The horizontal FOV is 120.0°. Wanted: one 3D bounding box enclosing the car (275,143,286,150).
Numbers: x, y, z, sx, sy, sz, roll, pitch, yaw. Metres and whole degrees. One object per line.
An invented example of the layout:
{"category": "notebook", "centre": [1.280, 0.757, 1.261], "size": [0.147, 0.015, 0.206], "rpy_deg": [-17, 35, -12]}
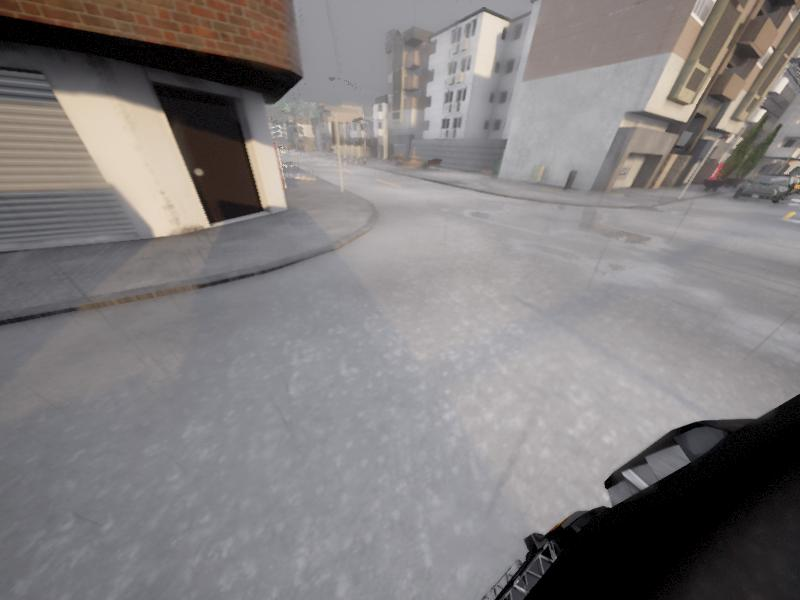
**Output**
{"category": "car", "centre": [-35.635, -45.779, 68.975], "size": [1.930, 1.638, 5.238], "rpy_deg": [-16, 38, -26]}

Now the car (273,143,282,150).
{"category": "car", "centre": [-39.266, -49.341, 74.140], "size": [1.801, 1.575, 5.366], "rpy_deg": [-16, 38, -26]}

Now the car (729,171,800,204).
{"category": "car", "centre": [27.104, -8.354, 16.992], "size": [4.553, 1.767, 2.097], "rpy_deg": [-16, 38, -26]}

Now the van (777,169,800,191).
{"category": "van", "centre": [45.774, -13.758, 26.378], "size": [4.442, 1.987, 1.775], "rpy_deg": [-16, 38, -26]}

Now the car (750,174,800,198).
{"category": "car", "centre": [33.253, -10.021, 20.164], "size": [5.366, 1.575, 1.801], "rpy_deg": [-16, 38, -26]}

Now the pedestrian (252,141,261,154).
{"category": "pedestrian", "centre": [-25.761, -27.396, 41.512], "size": [0.751, 1.860, 0.751], "rpy_deg": [-18, 39, -28]}

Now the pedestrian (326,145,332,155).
{"category": "pedestrian", "centre": [-15.093, -31.765, 48.910], "size": [0.751, 1.860, 0.751], "rpy_deg": [-17, 38, -27]}

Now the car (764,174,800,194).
{"category": "car", "centre": [39.226, -11.680, 23.212], "size": [3.806, 1.475, 1.970], "rpy_deg": [-16, 38, -26]}

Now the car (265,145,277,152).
{"category": "car", "centre": [-31.623, -37.261, 56.710], "size": [1.895, 1.301, 4.718], "rpy_deg": [-16, 38, -26]}
